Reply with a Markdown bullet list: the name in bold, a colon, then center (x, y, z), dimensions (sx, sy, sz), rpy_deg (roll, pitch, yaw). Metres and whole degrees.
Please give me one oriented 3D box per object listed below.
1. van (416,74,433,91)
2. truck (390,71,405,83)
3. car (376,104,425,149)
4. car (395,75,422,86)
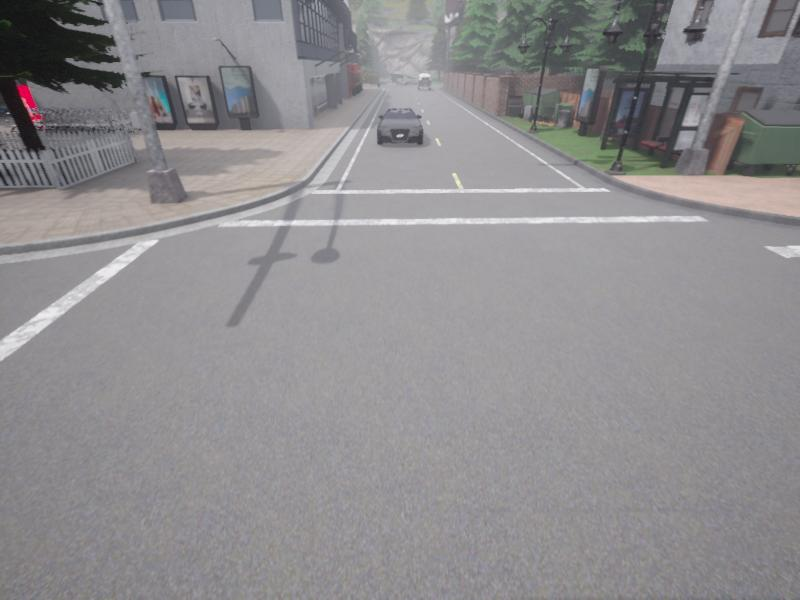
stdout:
- **van**: center (3.506, -31.335, 57.511), dimensions (2.069, 2.038, 4.480), rpy_deg (0, 30, 0)
- **truck**: center (-0.511, -46.001, 82.501), dimensions (2.390, 2.098, 6.274), rpy_deg (-3, 30, -5)
- **car**: center (0.003, -8.093, 18.462), dimensions (1.994, 1.385, 4.181), rpy_deg (0, 30, 0)
- **car**: center (1.470, -38.791, 70.718), dimensions (2.242, 1.667, 4.611), rpy_deg (25, 37, 35)
